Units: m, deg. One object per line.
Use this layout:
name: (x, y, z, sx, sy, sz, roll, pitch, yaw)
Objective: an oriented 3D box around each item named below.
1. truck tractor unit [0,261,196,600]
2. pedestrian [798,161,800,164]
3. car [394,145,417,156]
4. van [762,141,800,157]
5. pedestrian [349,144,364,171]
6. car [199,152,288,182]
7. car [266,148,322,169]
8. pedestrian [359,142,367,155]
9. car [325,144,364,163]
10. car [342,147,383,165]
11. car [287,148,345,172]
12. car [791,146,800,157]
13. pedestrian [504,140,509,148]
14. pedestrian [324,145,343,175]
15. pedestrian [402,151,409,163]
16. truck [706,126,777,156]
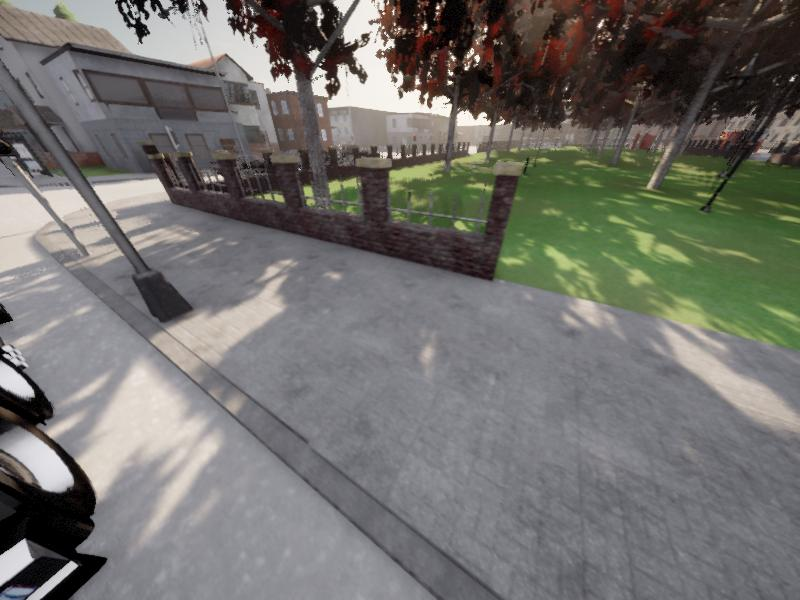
truck tractor unit: (-5.109, -0.303, 0.787, 6.516, 4.208, 3.053, 18, 39, 24)
pedestrian: (39.197, -13.876, 21.735, 0.751, 1.860, 0.751, 18, 39, 25)
car: (1.040, -26.523, 40.813, 1.837, 1.490, 4.892, 18, 39, 25)
van: (59.101, -23.187, 35.406, 1.775, 1.987, 4.442, 18, 39, 25)
pedestrian: (-3.556, -11.749, 19.075, 0.751, 1.860, 0.751, 18, 39, 25)
car: (-11.299, -10.003, 17.167, 2.128, 1.511, 4.902, 18, 39, 25)
car: (-10.884, -14.905, 24.209, 2.128, 1.511, 4.902, 18, 39, 25)
pedestrian: (-6.370, -26.196, 39.853, 0.751, 1.860, 0.751, 18, 39, 25)
car: (-6.849, -18.651, 29.236, 1.932, 1.855, 4.605, 20, 40, 27)
car: (-4.196, -16.649, 26.655, 2.128, 1.511, 4.902, 17, 38, 23)
car: (-7.723, -13.323, 21.804, 2.033, 1.649, 4.856, 17, 38, 23)
car: (55.505, -19.688, 30.356, 2.033, 1.649, 4.856, 18, 37, 25)
pedestrian: (30.721, -45.250, 66.912, 0.751, 1.860, 0.751, 22, 41, 29)
pedestrian: (-4.929, -10.408, 17.162, 0.751, 1.860, 0.751, 19, 39, 25)
pedestrian: (0.601, -15.707, 25.391, 0.500, 1.100, 0.500, 21, 40, 28)
truck: (57.806, -27.196, 39.592, 2.891, 3.827, 8.468, 18, 39, 25)
